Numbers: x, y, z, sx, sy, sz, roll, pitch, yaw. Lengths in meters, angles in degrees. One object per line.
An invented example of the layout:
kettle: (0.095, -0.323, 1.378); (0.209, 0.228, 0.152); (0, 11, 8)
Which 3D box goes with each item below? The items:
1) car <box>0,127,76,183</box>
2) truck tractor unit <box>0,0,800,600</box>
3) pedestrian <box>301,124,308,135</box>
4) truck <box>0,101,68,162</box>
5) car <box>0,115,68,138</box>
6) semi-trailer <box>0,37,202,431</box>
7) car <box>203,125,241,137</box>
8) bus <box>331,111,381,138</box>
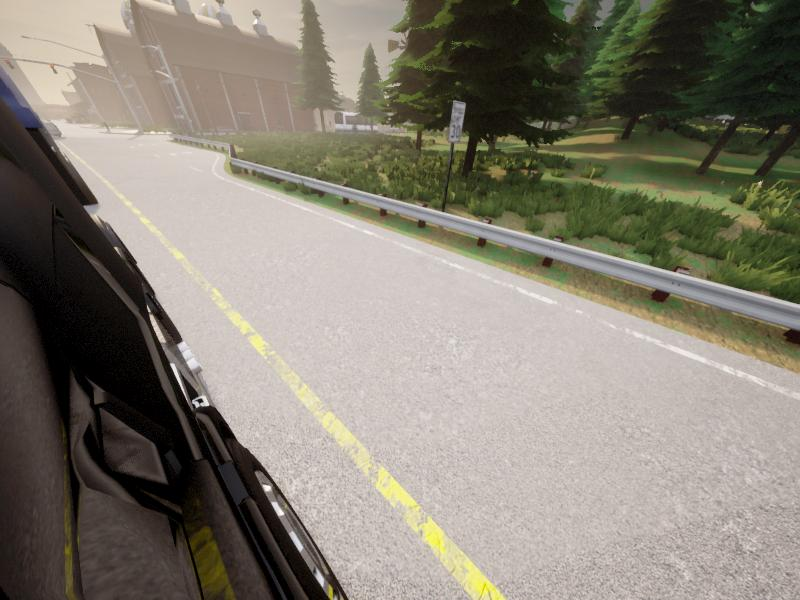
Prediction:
car: (-16.062, -6.228, 9.716); (4.902, 1.511, 2.128); (27, 43, 29)
truck tractor unit: (-2.645, -0.295, 0.351); (6.516, 4.208, 3.053); (28, 44, 30)
pedestrian: (-20.089, -35.804, 48.447); (0.751, 1.860, 0.751); (28, 44, 30)
truck: (-21.926, -9.534, 12.948); (5.204, 2.467, 2.627); (27, 43, 28)
car: (-37.760, -17.434, 23.217); (4.611, 1.667, 2.242); (0, 37, -4)
semi-trailer: (-8.746, -3.573, 4.179); (14.254, 4.402, 2.717); (28, 43, 29)
car: (-27.765, -26.430, 36.141); (1.994, 1.385, 4.181); (27, 43, 29)
bus: (-9.143, -37.419, 49.590); (3.944, 4.253, 10.273); (28, 43, 29)
